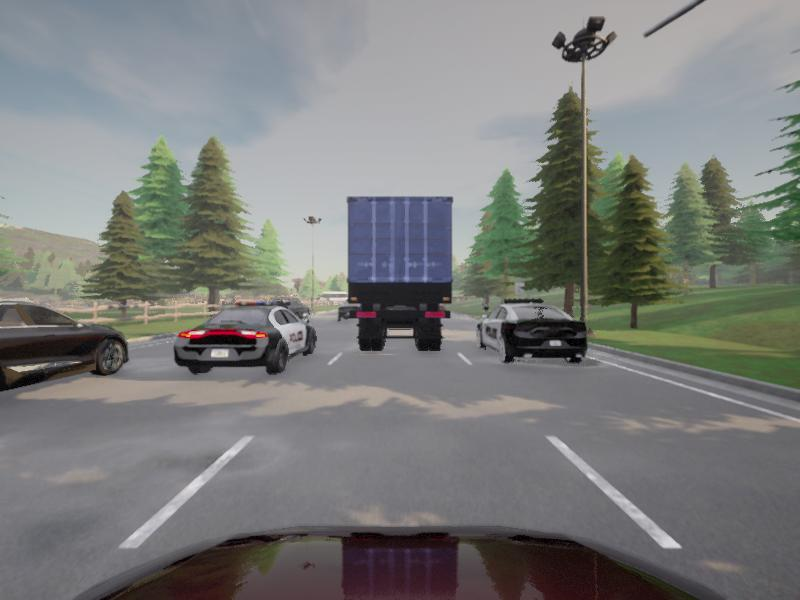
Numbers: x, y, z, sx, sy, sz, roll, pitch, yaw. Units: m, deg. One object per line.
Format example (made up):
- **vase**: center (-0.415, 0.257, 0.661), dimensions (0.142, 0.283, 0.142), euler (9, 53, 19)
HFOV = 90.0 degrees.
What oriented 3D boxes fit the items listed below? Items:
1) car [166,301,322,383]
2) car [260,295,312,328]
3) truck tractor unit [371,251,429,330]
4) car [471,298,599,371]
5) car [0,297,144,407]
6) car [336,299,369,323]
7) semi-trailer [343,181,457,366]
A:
- **car**: center (-3.502, 0.826, 10.231), dimensions (2.038, 1.542, 4.974), euler (0, 0, 0)
- **car**: center (-7.005, 0.646, 25.114), dimensions (1.932, 1.855, 4.605), euler (0, 0, 0)
- **truck tractor unit**: center (-0.001, -0.526, 24.548), dimensions (3.053, 4.208, 6.516), euler (0, 0, 0)
- **car**: center (3.497, 0.768, 11.584), dimensions (1.930, 1.638, 5.238), euler (0, 0, 0)
- **car**: center (-7.002, 0.775, 6.918), dimensions (2.033, 1.649, 4.856), euler (0, 0, 0)
- **car**: center (-3.507, 0.762, 30.522), dimensions (1.930, 1.638, 5.238), euler (0, 0, 0)
- **semi-trailer**: center (0.000, -0.622, 16.631), dimensions (2.717, 4.402, 14.254), euler (0, 0, 0)
